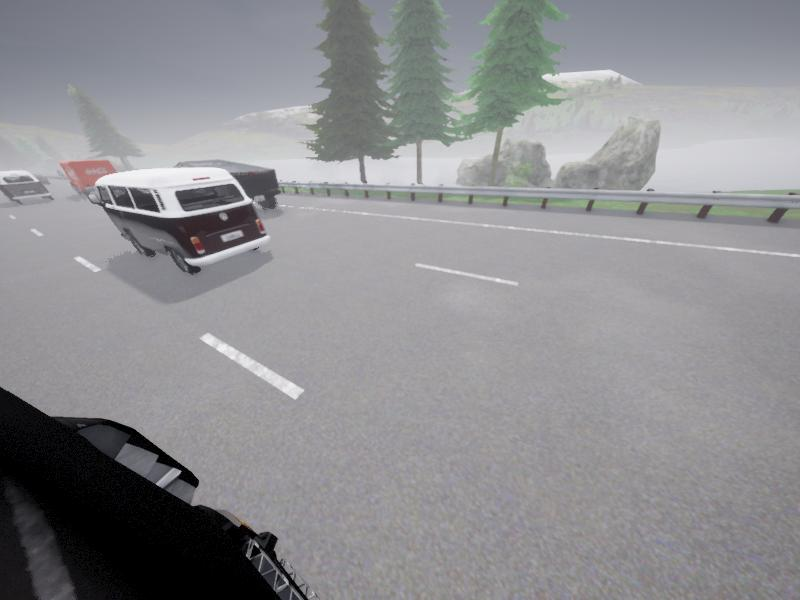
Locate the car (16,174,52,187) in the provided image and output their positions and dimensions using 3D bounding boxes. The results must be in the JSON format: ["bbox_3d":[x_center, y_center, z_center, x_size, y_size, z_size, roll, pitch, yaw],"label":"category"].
[{"bbox_3d":[-51.596,-16.880,32.595,4.718,1.301,1.895,16,38,26],"label":"car"}]

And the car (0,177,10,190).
[{"bbox_3d":[-52.866,-15.079,29.819,4.193,1.474,1.816,16,38,26],"label":"car"}]

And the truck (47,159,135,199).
[{"bbox_3d":[-25.469,-10.090,19.102,5.204,2.467,2.627,16,38,26],"label":"truck"}]

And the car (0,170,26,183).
[{"bbox_3d":[-72.231,-22.861,42.818,4.605,1.855,1.932,16,38,26],"label":"car"}]

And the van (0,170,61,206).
[{"bbox_3d":[-28.549,-8.541,17.412,4.480,2.038,2.069,16,38,26],"label":"van"}]

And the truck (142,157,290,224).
[{"bbox_3d":[-8.442,-5.200,10.638,6.274,2.098,2.390,16,38,26],"label":"truck"}]

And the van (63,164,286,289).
[{"bbox_3d":[-5.538,-2.145,5.839,4.480,2.038,2.069,16,38,26],"label":"van"}]
